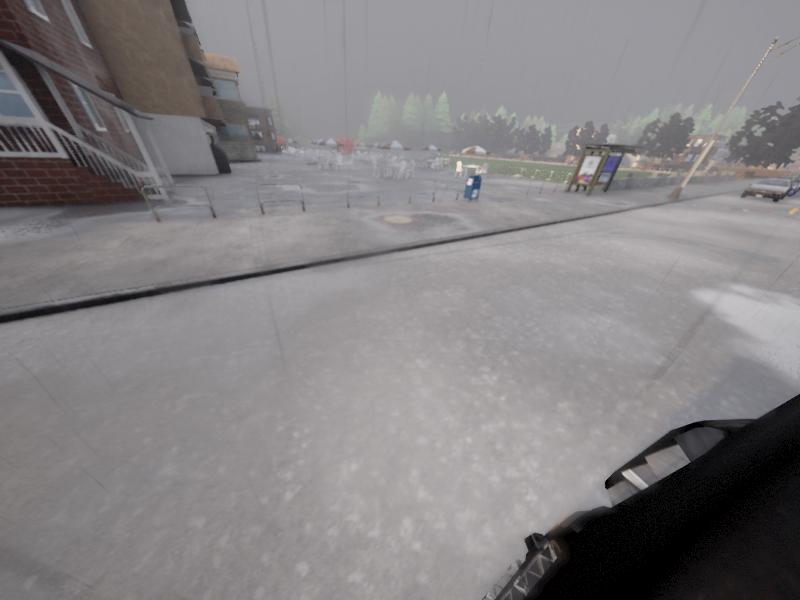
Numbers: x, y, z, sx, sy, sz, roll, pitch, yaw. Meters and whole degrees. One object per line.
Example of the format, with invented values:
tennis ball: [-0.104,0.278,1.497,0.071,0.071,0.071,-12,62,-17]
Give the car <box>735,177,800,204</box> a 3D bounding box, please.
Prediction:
car: [28.894,-8.651,18.035,5.357,1.411,2.033,-16,38,-26]

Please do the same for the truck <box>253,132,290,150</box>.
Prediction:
truck: [-37.151,-46.120,67.043,8.468,3.827,2.891,-16,38,-26]

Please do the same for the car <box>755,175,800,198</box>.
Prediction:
car: [35.656,-10.629,21.434,4.514,1.525,2.007,-16,38,-26]
